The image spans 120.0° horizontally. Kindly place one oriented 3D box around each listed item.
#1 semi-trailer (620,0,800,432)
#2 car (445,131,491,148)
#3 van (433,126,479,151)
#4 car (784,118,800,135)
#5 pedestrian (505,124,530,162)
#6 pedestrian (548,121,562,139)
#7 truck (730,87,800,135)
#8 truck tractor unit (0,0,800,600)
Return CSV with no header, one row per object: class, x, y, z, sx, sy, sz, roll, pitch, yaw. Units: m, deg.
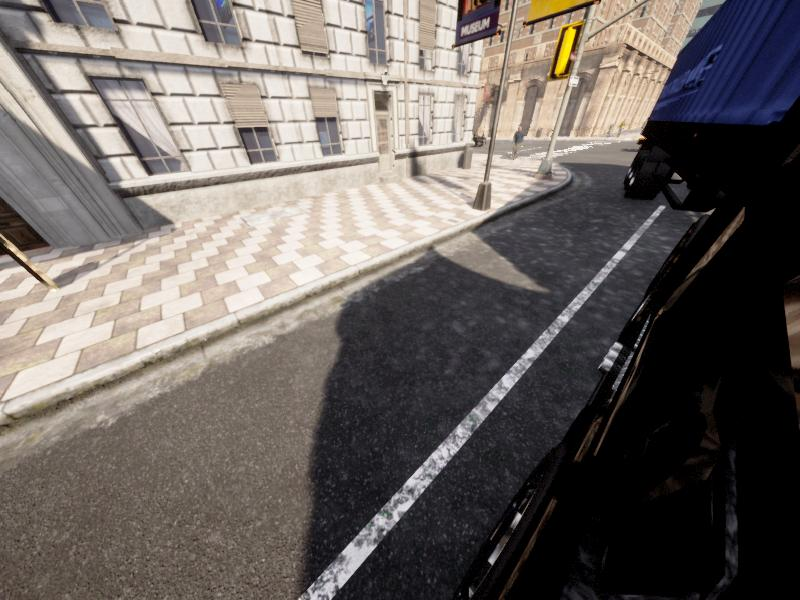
semi-trailer,7.689,-4.148,5.011,2.717,4.402,14.254,23,44,30
car,7.869,-18.936,27.195,1.837,1.490,4.892,-29,44,-30
van,5.826,-17.274,24.695,1.775,1.987,4.442,-29,44,-30
car,43.621,-18.668,24.752,4.718,1.301,1.895,-29,44,-30
pedestrian,7.271,-9.730,14.336,0.751,1.860,0.751,27,46,34
pedestrian,20.685,-22.759,30.895,0.751,1.860,0.751,-21,40,-23
truck,41.745,-21.450,26.476,8.468,3.827,2.891,-29,44,-30
truck tractor unit,2.645,-0.295,0.352,6.516,4.208,3.053,-28,44,-30
